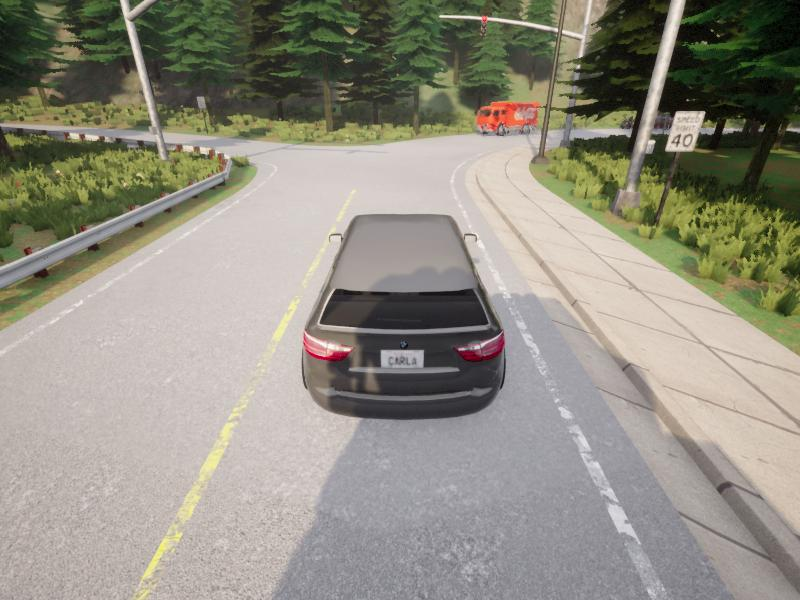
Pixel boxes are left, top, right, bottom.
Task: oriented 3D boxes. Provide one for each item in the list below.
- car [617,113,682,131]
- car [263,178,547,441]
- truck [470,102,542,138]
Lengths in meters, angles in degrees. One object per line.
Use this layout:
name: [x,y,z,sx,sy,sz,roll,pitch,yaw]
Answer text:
car: [23.133,-16.545,37.204,4.674,1.442,1.812,-2,27,-4]
car: [0.043,-0.416,5.589,2.242,1.667,4.611,0,27,0]
truck: [8.644,-14.813,32.709,5.204,2.467,2.627,-17,31,-29]
